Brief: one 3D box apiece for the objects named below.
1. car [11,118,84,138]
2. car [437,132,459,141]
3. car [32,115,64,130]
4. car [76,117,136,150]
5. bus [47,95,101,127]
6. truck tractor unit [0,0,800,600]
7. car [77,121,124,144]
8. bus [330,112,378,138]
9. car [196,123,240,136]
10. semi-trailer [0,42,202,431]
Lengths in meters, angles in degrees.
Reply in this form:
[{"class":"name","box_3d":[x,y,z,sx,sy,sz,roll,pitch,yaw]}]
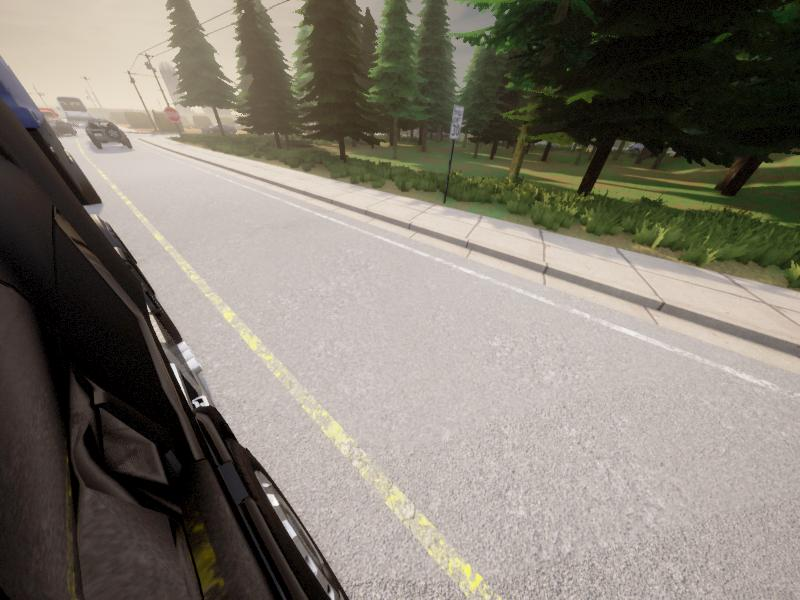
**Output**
[{"class":"car","box_3d":[-35.977,-17.752,23.819,2.128,1.511,4.902,-16,41,-22]},{"class":"car","box_3d":[11.928,-40.698,57.486,5.008,1.535,1.882,26,43,28]},{"class":"car","box_3d":[-50.047,-25.310,32.944,3.988,1.617,1.851,29,44,31]},{"class":"car","box_3d":[-22.797,-12.924,17.890,4.605,1.855,1.932,29,44,31]},{"class":"bus","box_3d":[-61.318,-35.467,43.587,10.273,4.253,3.944,29,44,31]},{"class":"truck tractor unit","box_3d":[-2.645,-0.295,0.351,6.516,4.208,3.053,28,44,30]},{"class":"car","box_3d":[-27.667,-15.546,21.379,4.514,1.525,2.007,31,45,33]},{"class":"bus","box_3d":[-10.073,-39.359,52.088,3.944,4.253,10.273,27,43,29]},{"class":"car","box_3d":[-29.456,-27.684,37.553,2.128,1.511,4.902,27,43,29]},{"class":"semi-trailer","box_3d":[-8.703,-3.604,4.220,14.254,4.402,2.717,28,44,30]}]
